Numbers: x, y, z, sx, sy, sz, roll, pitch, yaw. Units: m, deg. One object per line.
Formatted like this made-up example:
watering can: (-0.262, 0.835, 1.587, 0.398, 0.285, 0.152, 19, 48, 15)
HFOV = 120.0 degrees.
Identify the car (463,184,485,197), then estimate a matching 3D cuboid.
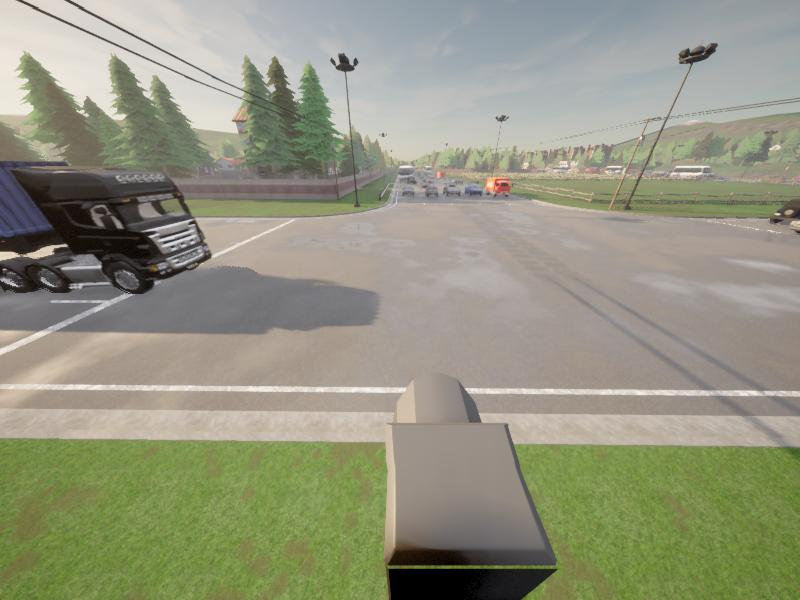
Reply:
car: (11.815, -17.729, 37.175, 1.882, 1.535, 5.008, 0, 30, 0)

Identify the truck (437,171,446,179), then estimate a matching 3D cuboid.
truck: (15.550, -46.808, 86.622, 2.627, 2.467, 5.204, 0, 30, 0)

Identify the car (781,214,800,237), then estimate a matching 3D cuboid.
car: (28.671, -4.665, 14.790, 4.718, 1.301, 1.895, 0, 30, 1)

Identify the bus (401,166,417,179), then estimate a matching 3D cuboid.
bus: (3.118, -48.037, 86.964, 3.944, 4.253, 10.273, -5, 30, -9)

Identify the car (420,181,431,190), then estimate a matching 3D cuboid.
car: (5.138, -23.391, 47.152, 1.994, 1.385, 4.181, 2, 30, 3)

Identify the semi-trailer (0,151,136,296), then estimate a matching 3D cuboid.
semi-trailer: (-19.302, -2.836, 8.497, 14.254, 4.402, 2.717, 1, 30, 1)

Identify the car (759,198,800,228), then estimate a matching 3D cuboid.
car: (31.421, -6.657, 17.644, 3.866, 1.878, 1.905, 0, 30, 1)

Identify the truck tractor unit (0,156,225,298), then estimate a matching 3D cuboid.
truck tractor unit: (-11.388, -2.661, 8.391, 6.516, 4.208, 3.053, 0, 30, 1)

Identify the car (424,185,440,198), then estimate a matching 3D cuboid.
car: (4.804, -16.481, 34.999, 1.789, 1.549, 3.705, 0, 30, 0)

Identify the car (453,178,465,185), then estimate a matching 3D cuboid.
car: (15.427, -31.221, 60.716, 1.994, 1.385, 4.181, 0, 30, 0)

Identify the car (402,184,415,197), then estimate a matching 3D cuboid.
car: (1.315, -17.497, 36.868, 1.812, 1.442, 4.674, 0, 30, 0)

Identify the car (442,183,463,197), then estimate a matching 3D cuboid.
car: (8.315, -17.780, 37.179, 2.152, 1.651, 5.027, 0, 30, 0)

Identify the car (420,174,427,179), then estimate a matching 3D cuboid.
car: (8.542, -45.649, 85.592, 2.163, 1.488, 4.792, 0, 30, 0)

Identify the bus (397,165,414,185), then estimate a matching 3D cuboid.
bus: (1.646, -34.364, 63.272, 3.944, 4.253, 10.273, 1, 30, 3)

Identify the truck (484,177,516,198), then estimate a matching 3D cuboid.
truck: (15.310, -17.512, 35.860, 2.627, 2.467, 5.204, 0, 30, 0)

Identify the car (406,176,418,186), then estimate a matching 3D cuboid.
car: (2.974, -29.641, 57.456, 1.905, 1.878, 3.866, -6, 30, -10)
